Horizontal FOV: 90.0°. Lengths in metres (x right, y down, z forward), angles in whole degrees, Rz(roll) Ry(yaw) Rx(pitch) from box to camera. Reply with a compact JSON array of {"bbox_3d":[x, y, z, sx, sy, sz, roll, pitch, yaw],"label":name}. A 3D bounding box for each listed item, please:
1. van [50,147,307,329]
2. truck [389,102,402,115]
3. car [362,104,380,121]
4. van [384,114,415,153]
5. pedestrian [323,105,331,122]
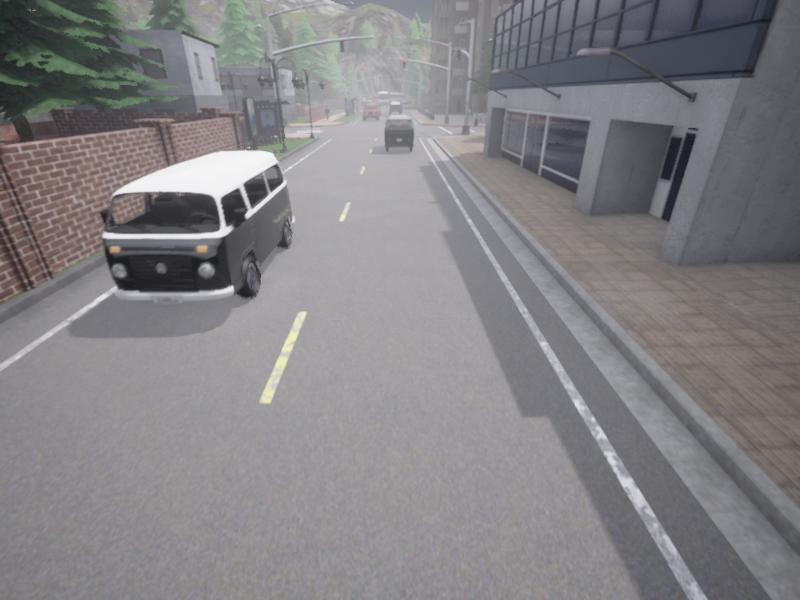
[{"bbox_3d":[-3.308,-1.501,7.396,2.069,2.038,4.480,0,27,-1],"label":"van"},{"bbox_3d":[-0.812,-35.594,74.201,2.390,2.098,6.274,0,27,-1],"label":"truck"},{"bbox_3d":[-4.037,-26.291,56.007,2.150,2.045,5.566,0,27,-1],"label":"car"},{"bbox_3d":[-0.077,-10.623,25.345,1.775,1.987,4.442,0,27,-1],"label":"van"},{"bbox_3d":[-8.941,-22.906,49.190,0.751,1.860,0.751,-4,27,-8],"label":"pedestrian"}]
